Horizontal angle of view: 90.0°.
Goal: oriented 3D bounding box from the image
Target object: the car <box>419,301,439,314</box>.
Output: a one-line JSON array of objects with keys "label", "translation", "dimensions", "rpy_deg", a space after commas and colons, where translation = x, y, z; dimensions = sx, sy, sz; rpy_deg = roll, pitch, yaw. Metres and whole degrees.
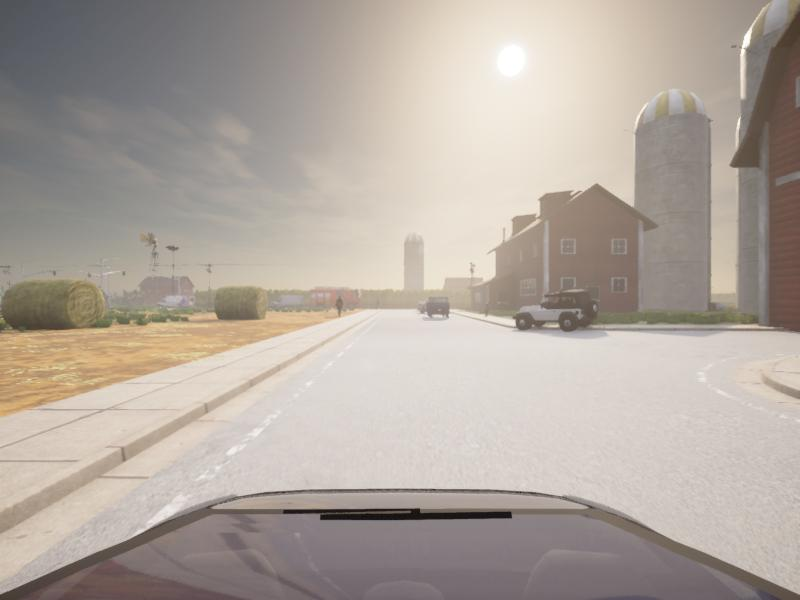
[{"label": "car", "translation": [3.513, 0.897, 49.056], "dimensions": [2.163, 1.488, 4.792], "rpy_deg": [0, 0, 0]}]

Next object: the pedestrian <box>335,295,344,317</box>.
[{"label": "pedestrian", "translation": [-5.301, 0.517, 35.145], "dimensions": [0.751, 1.860, 0.751], "rpy_deg": [0, 0, -6]}]

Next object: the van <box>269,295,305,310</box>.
[{"label": "van", "translation": [-20.188, 0.403, 71.460], "dimensions": [5.915, 2.561, 1.988], "rpy_deg": [0, 0, 1]}]

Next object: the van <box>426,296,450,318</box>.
[{"label": "van", "translation": [3.511, 0.630, 37.550], "dimensions": [1.775, 1.987, 4.442], "rpy_deg": [0, 0, 0]}]

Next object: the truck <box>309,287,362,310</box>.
[{"label": "truck", "translation": [-10.786, -0.232, 67.806], "dimensions": [8.468, 3.827, 2.891], "rpy_deg": [0, 0, 1]}]

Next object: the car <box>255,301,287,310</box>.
[{"label": "car", "translation": [-21.892, 0.941, 67.984], "dimensions": [4.792, 1.488, 2.163], "rpy_deg": [0, 0, 1]}]

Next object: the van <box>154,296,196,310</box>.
[{"label": "van", "translation": [-40.339, 0.466, 71.829], "dimensions": [6.366, 2.431, 2.351], "rpy_deg": [0, 0, 2]}]

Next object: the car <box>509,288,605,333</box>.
[{"label": "car", "translation": [7.669, 0.507, 19.802], "dimensions": [1.905, 1.878, 3.866], "rpy_deg": [-8, 3, -42]}]
